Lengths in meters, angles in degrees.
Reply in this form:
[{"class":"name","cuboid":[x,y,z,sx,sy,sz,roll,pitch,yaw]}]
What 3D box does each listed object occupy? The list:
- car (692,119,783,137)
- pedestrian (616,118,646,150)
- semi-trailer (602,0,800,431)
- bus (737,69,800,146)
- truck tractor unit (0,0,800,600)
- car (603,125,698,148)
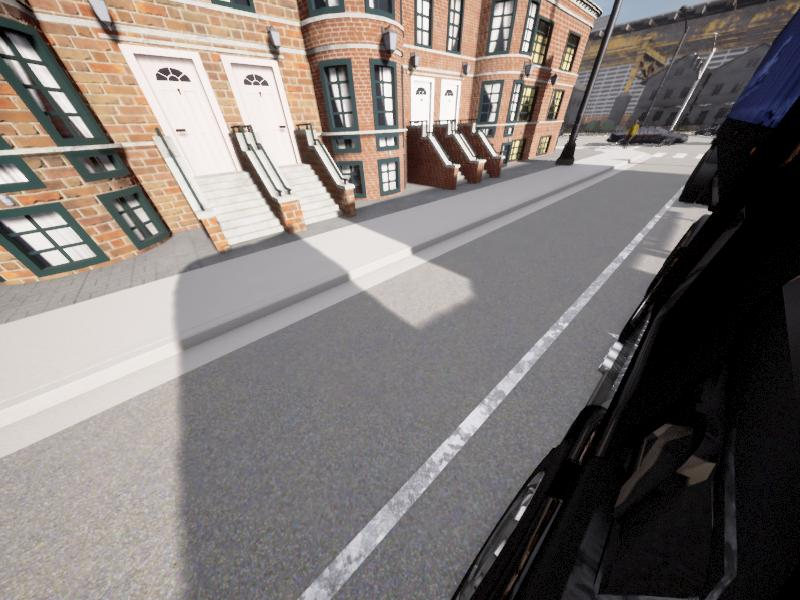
[{"class":"car","cuboid":[35.476,-18.196,24.527,2.033,1.411,5.357,-28,44,-30]},{"class":"pedestrian","cuboid":[16.868,-12.105,16.892,0.751,1.860,0.751,-27,43,-29]},{"class":"semi-trailer","cuboid":[8.478,-3.751,4.427,14.254,4.402,2.717,-31,45,-32]},{"class":"bus","cuboid":[31.355,-12.457,14.738,3.944,4.253,10.273,-28,44,-30]},{"class":"truck tractor unit","cuboid":[2.645,-0.295,0.351,6.516,4.208,3.053,-28,44,-30]},{"class":"car","cuboid":[21.803,-14.485,20.440,2.033,1.411,5.357,-28,44,-30]}]
